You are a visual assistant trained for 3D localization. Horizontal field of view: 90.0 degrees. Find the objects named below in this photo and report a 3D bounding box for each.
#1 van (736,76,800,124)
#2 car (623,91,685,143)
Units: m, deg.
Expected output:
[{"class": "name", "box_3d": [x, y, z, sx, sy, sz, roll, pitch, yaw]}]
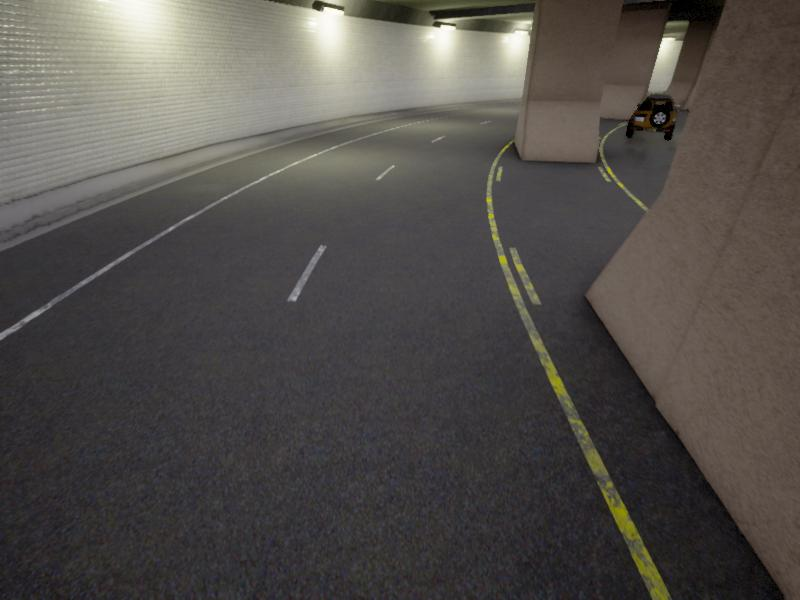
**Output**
[{"class": "van", "box_3d": [25.088, -13.106, 25.979, 6.366, 2.431, 2.351, -18, 35, -28]}, {"class": "car", "box_3d": [12.601, -9.132, 19.733, 1.932, 1.855, 4.605, 17, 34, 27]}]
